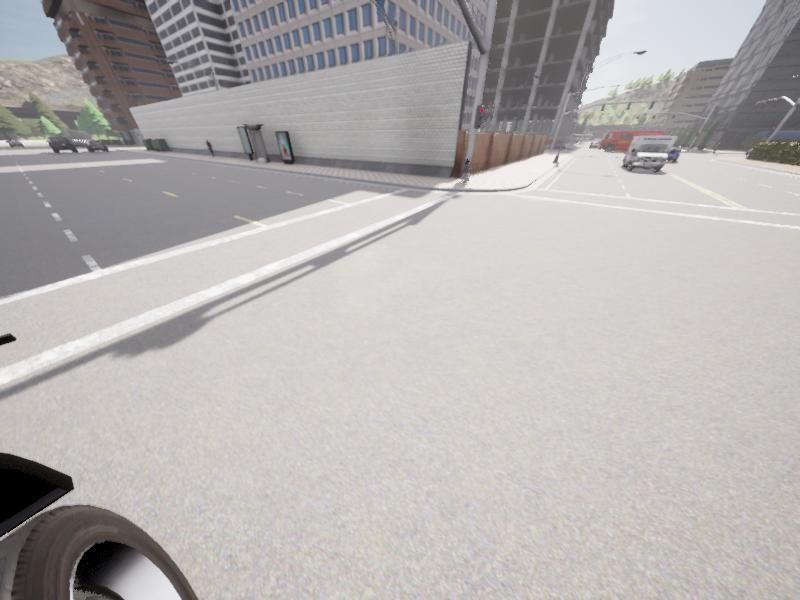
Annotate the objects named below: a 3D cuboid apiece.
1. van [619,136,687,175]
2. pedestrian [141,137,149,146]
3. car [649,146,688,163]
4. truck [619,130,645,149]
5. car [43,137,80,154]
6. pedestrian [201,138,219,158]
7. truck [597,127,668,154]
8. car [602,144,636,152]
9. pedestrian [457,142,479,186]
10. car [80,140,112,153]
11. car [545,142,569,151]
[{"bbox_3d":[20.941,-12.388,19.560,2.351,2.431,6.366,22,41,28],"label":"van"},{"bbox_3d":[-67.192,-41.780,60.793,0.751,1.860,0.751,-27,43,-33],"label":"pedestrian"},{"bbox_3d":[31.585,-17.258,27.318,2.007,1.525,4.514,23,41,29],"label":"car"},{"bbox_3d":[59.983,-41.572,59.975,2.891,3.827,8.468,22,41,28],"label":"truck"},{"bbox_3d":[-52.003,-23.808,35.477,5.566,2.045,2.150,22,41,28],"label":"car"},{"bbox_3d":[-21.265,-17.029,25.936,0.751,1.860,0.751,25,42,30],"label":"pedestrian"},{"bbox_3d":[43.402,-30.154,43.678,8.468,3.827,2.891,21,40,27],"label":"truck"},{"bbox_3d":[44.591,-31.084,47.194,4.718,1.301,1.895,21,40,27],"label":"car"},{"bbox_3d":[3.408,-6.855,11.702,0.751,1.860,0.751,7,36,10],"label":"pedestrian"},{"bbox_3d":[-49.935,-25.265,37.905,4.856,1.649,2.033,22,41,28],"label":"car"},{"bbox_3d":[35.410,-34.792,52.192,3.988,1.617,1.851,22,41,28],"label":"car"}]
